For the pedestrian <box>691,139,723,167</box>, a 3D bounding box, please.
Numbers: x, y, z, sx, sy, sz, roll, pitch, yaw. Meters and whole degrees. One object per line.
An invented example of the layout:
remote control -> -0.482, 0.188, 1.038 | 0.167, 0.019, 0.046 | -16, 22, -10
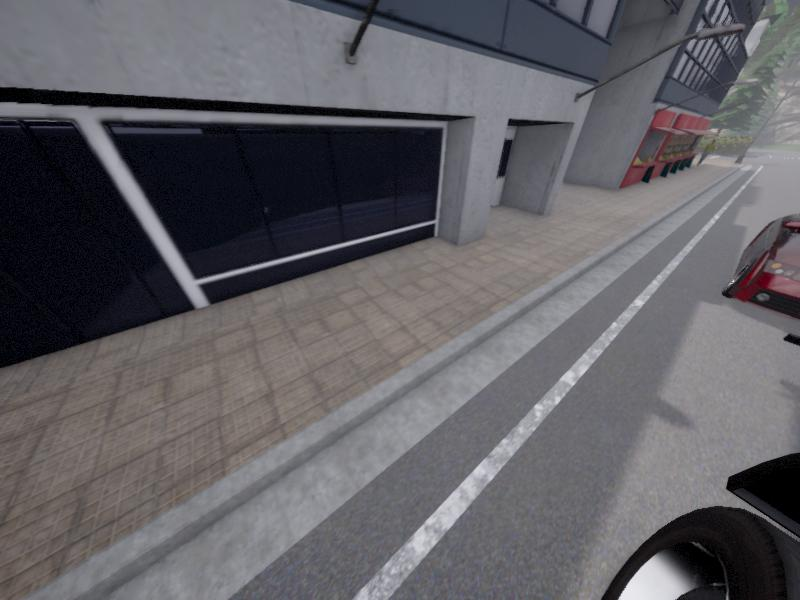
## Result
pedestrian -> 24.325, -11.680, 18.360 | 0.751, 1.860, 0.751 | 29, 45, 35

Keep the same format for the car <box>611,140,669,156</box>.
car -> 31.253, -19.961, 30.213 | 2.242, 1.667, 4.611 | -24, 42, -30

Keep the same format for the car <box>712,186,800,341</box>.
car -> 7.186, -0.643, 3.577 | 4.181, 1.385, 1.994 | -23, 41, -29

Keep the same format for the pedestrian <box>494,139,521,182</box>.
pedestrian -> 5.704, -7.409, 12.293 | 0.751, 1.860, 0.751 | 19, 40, 26
